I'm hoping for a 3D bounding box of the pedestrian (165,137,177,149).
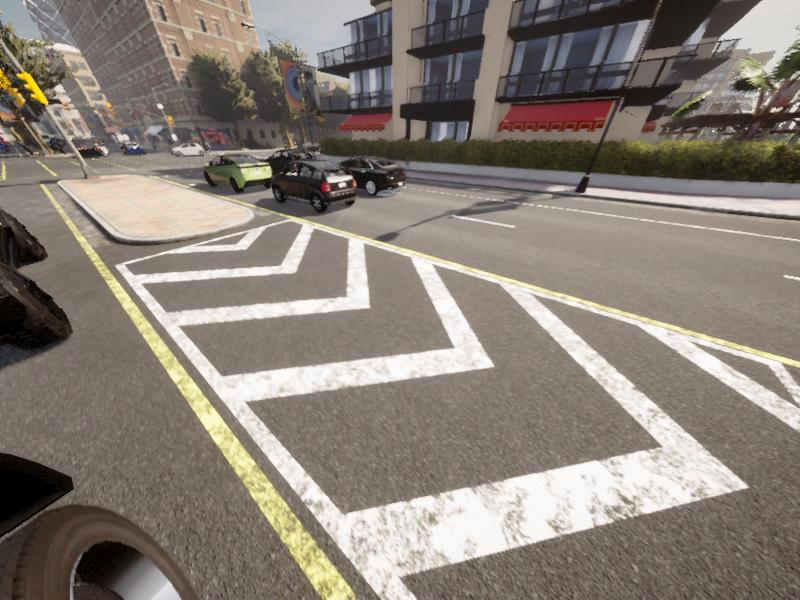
[{"bbox_3d":[-42.982,-29.424,43.351,0.751,1.860,0.751,23,41,29],"label":"pedestrian"}]

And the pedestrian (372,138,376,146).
[{"bbox_3d":[-7.700,-46.623,68.137,0.751,1.860,0.751,-7,36,-10],"label":"pedestrian"}]

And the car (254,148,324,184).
[{"bbox_3d":[-7.056,-8.609,14.676,3.988,1.617,1.851,23,41,28],"label":"car"}]

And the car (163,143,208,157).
[{"bbox_3d":[-28.232,-19.862,30.512,1.845,1.501,3.633,23,41,28],"label":"car"}]

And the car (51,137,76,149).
[{"bbox_3d":[-68.732,-32.120,47.212,4.605,1.855,1.932,23,41,28],"label":"car"}]

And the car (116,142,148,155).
[{"bbox_3d":[-38.377,-21.701,33.066,3.806,1.475,1.970,23,41,28],"label":"car"}]

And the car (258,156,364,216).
[{"bbox_3d":[-3.458,-4.590,9.051,3.705,1.549,1.789,23,41,28],"label":"car"}]

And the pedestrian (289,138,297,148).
[{"bbox_3d":[-23.075,-33.845,49.831,0.751,1.860,0.751,13,37,17],"label":"pedestrian"}]

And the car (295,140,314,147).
[{"bbox_3d":[-26.709,-43.858,64.606,4.611,1.667,2.242,23,41,28],"label":"car"}]

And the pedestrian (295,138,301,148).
[{"bbox_3d":[-23.763,-36.731,53.924,0.751,1.860,0.751,29,44,34],"label":"pedestrian"}]

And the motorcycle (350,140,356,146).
[{"bbox_3d":[-13.718,-45.353,66.855,0.764,1.277,2.356,-5,34,10],"label":"motorcycle"}]

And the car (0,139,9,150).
[{"bbox_3d":[-74.465,-28.753,42.575,5.238,1.638,1.930,23,41,28],"label":"car"}]

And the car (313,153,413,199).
[{"bbox_3d":[-1.923,-6.405,11.696,4.892,1.490,1.837,23,41,28],"label":"car"}]

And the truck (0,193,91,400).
[{"bbox_3d":[-7.009,-0.628,2.914,6.274,2.098,2.390,23,41,28],"label":"truck"}]

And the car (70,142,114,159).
[{"bbox_3d":[-38.242,-18.759,28.845,2.038,1.542,4.974,-23,41,-29],"label":"car"}]

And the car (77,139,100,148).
[{"bbox_3d":[-67.603,-34.013,50.161,4.974,1.542,2.038,23,41,28],"label":"car"}]

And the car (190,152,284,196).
[{"bbox_3d":[-8.474,-6.684,11.998,4.514,1.525,2.007,23,41,28],"label":"car"}]

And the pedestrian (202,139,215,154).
[{"bbox_3d":[-29.536,-23.714,35.640,0.751,1.860,0.751,16,38,21],"label":"pedestrian"}]

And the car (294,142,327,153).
[{"bbox_3d":[-15.517,-26.583,40.230,2.163,1.488,4.792,23,41,28],"label":"car"}]

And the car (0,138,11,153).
[{"bbox_3d":[-63.083,-24.139,35.791,5.566,2.045,2.150,23,41,28],"label":"car"}]

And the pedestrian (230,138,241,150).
[{"bbox_3d":[-29.943,-28.401,42.030,0.751,1.860,0.751,23,41,29],"label":"pedestrian"}]

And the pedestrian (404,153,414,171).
[{"bbox_3d":[0.656,-10.433,17.479,0.500,1.100,0.500,22,41,28],"label":"pedestrian"}]
